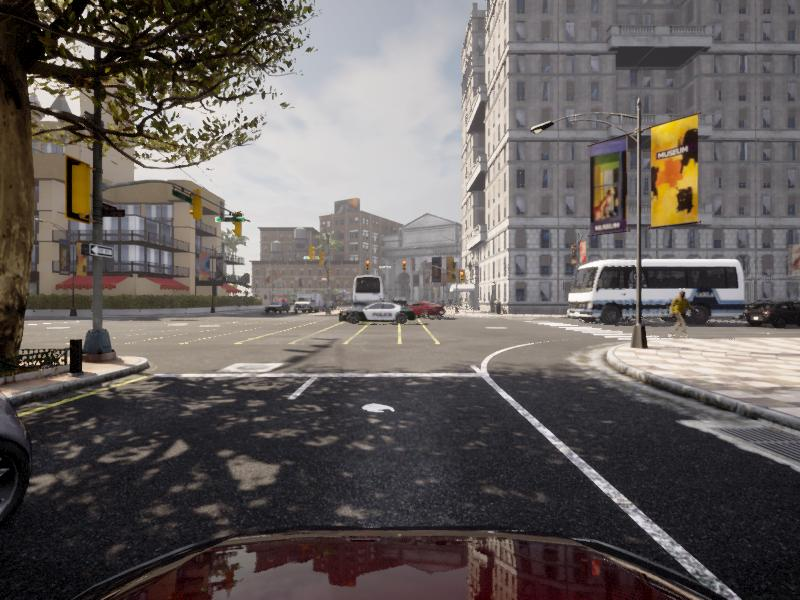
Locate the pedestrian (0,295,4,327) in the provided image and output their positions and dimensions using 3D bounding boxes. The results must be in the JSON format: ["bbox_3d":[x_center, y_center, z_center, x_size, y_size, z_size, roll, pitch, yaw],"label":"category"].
[{"bbox_3d":[-23.560,0.634,23.025,0.751,1.860,0.751,0,0,4],"label":"pedestrian"}]

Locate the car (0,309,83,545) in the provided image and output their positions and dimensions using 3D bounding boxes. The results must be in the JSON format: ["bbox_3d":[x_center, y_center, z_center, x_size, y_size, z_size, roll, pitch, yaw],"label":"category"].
[{"bbox_3d":[-3.492,0.826,1.425,1.845,1.501,3.633,0,0,0],"label":"car"}]

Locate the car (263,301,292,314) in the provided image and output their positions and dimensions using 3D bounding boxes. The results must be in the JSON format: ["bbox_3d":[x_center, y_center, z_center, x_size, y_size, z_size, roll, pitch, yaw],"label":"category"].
[{"bbox_3d":[-15.001,0.888,49.342,2.033,1.411,5.357,0,0,0],"label":"car"}]

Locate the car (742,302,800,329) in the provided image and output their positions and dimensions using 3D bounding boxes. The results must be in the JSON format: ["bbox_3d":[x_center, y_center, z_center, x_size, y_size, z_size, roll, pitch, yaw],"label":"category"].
[{"bbox_3d":[22.546,0.851,23.029,4.193,1.474,1.816,0,0,0],"label":"car"}]

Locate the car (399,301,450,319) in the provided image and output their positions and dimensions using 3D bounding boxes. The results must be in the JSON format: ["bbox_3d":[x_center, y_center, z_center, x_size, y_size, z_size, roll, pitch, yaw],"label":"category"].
[{"bbox_3d":[2.061,0.865,35.396,1.812,1.442,4.674,-1,0,-39],"label":"car"}]

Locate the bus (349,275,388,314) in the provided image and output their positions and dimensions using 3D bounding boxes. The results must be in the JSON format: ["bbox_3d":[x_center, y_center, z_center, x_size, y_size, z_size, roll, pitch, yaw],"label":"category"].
[{"bbox_3d":[-3.622,-0.542,48.604,3.944,4.253,10.273,0,0,0],"label":"bus"}]

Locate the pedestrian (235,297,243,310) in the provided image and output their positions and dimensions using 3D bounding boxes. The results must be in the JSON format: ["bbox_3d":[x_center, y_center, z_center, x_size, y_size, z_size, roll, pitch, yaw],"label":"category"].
[{"bbox_3d":[-22.240,0.477,55.357,0.751,1.860,0.751,0,0,-1],"label":"pedestrian"}]

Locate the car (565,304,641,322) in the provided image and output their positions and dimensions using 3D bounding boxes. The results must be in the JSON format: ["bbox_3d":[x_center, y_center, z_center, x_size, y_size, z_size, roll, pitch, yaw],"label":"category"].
[{"bbox_3d":[15.107,0.939,29.977,4.718,1.301,1.895,0,0,0],"label":"car"}]

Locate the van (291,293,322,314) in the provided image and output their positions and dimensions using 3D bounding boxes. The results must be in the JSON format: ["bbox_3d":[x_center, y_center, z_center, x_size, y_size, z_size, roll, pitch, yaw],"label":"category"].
[{"bbox_3d":[-11.502,0.371,49.802,2.351,2.431,6.366,0,0,0],"label":"van"}]

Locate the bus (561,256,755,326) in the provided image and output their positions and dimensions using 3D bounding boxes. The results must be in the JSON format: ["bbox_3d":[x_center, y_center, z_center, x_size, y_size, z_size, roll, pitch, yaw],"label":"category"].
[{"bbox_3d":[16.550,-0.539,26.328,10.273,4.253,3.944,0,0,-1],"label":"bus"}]

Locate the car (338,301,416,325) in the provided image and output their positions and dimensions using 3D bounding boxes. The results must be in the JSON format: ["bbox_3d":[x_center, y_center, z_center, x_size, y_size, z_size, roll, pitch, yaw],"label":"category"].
[{"bbox_3d":[-1.473,0.825,26.383,4.974,1.542,2.038,0,0,0],"label":"car"}]

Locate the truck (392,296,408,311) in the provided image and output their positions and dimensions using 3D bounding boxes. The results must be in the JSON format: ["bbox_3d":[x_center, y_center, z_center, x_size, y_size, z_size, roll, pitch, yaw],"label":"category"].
[{"bbox_3d":[0.000,0.534,59.649,2.390,2.098,6.274,0,0,0],"label":"truck"}]

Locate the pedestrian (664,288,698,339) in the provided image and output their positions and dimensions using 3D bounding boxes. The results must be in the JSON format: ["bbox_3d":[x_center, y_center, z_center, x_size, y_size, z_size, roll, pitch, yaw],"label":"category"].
[{"bbox_3d":[10.479,0.487,14.938,0.751,1.860,0.751,0,0,-3],"label":"pedestrian"}]
